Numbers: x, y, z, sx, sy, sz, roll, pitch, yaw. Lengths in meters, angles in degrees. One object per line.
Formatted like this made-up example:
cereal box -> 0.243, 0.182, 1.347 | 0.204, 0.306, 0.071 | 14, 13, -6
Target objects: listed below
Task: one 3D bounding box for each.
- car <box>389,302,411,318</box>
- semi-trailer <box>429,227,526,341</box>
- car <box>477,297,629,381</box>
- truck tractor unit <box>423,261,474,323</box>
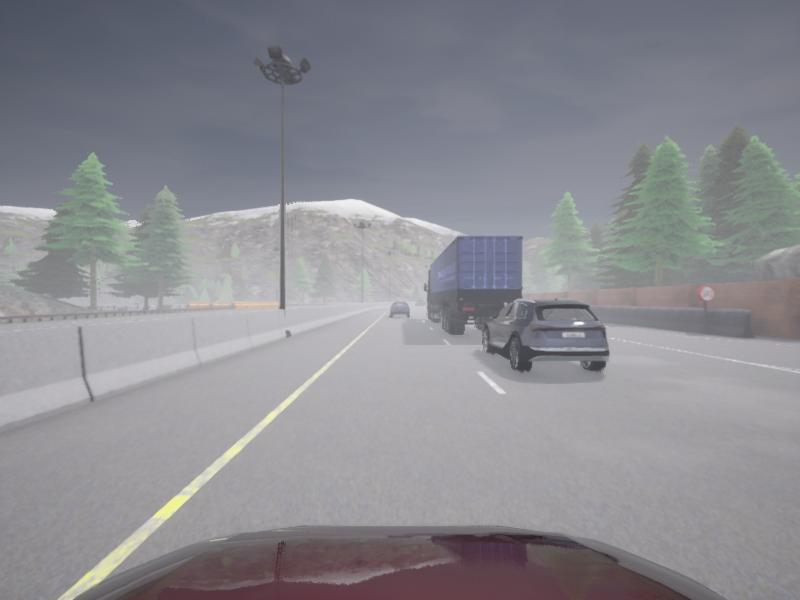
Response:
car -> -0.002, 0.881, 38.732 | 2.033, 1.411, 5.357 | 0, 0, 0
semi-trailer -> 3.501, -0.626, 22.581 | 2.717, 4.402, 14.254 | 0, 0, 0
car -> 3.487, 0.774, 10.308 | 2.033, 1.649, 4.856 | 0, 0, 0
truck tractor unit -> 3.503, -0.532, 30.498 | 3.053, 4.208, 6.516 | 0, 0, 0
